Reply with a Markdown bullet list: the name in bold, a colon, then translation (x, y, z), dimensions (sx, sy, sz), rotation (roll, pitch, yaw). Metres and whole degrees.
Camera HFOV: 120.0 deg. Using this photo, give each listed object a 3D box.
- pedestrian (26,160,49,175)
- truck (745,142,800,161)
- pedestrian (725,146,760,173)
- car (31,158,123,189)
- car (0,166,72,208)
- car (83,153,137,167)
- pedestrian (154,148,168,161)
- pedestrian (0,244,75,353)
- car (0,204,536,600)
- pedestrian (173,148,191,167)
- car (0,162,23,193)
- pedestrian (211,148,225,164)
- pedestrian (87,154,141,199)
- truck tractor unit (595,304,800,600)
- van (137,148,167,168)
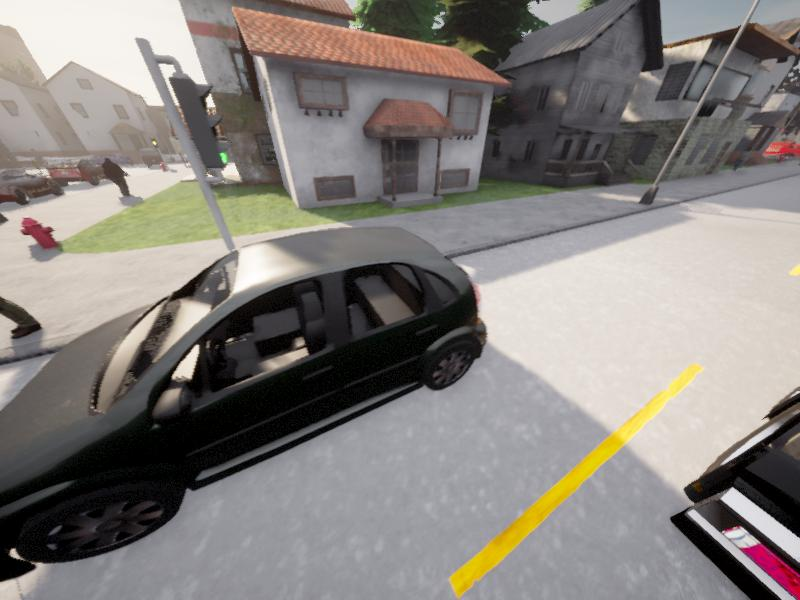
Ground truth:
- **pedestrian**: translation (-33.191, -12.113, 21.139), dimensions (0.500, 1.100, 0.500), rotation (0, 34, 0)
- **truck**: translation (61.227, -24.047, 37.302), dimensions (2.627, 2.467, 5.204), rotation (-16, 37, -22)
- **pedestrian**: translation (29.108, -11.960, 19.660), dimensions (0.751, 1.860, 0.751), rotation (-16, 37, -22)
- **car**: translation (-22.719, -9.215, 16.608), dimensions (2.007, 1.525, 4.514), rotation (-16, 37, -22)
- **car**: translation (-19.502, -5.685, 11.502), dimensions (1.994, 1.385, 4.181), rotation (-17, 38, -23)
- **car**: translation (-39.315, -19.132, 31.461), dimensions (4.193, 1.474, 1.816), rotation (-4, 34, -5)
- **pedestrian**: translation (-38.908, -23.698, 37.631), dimensions (0.751, 1.860, 0.751), rotation (-16, 37, -21)
- **pedestrian**: translation (-5.313, -0.331, 2.794), dimensions (0.751, 1.860, 0.751), rotation (20, 39, 27)
- **car**: translation (-1.075, 0.291, 2.289), dimensions (3.988, 1.617, 1.851), rotation (-16, 37, -22)
- **pedestrian**: translation (-26.455, -17.291, 28.025), dimensions (0.751, 1.860, 0.751), rotation (22, 40, 29)
- **car**: translation (-24.780, -6.524, 12.664), dimensions (2.128, 1.511, 4.902), rotation (-16, 37, -22)
- **pedestrian**: translation (-24.931, -19.732, 31.627), dimensions (0.751, 1.860, 0.751), rotation (-10, 35, -14)
- **pedestrian**: translation (-13.898, -6.048, 11.321), dimensions (0.751, 1.860, 0.751), rotation (-16, 37, -22)
- **truck tractor unit**: translation (5.203, -0.197, 0.619), dimensions (6.516, 4.208, 3.053), rotation (-14, 36, -18)
- **van**: translation (-31.626, -18.210, 29.572), dimensions (1.775, 1.987, 4.442), rotation (-25, 41, -32)
